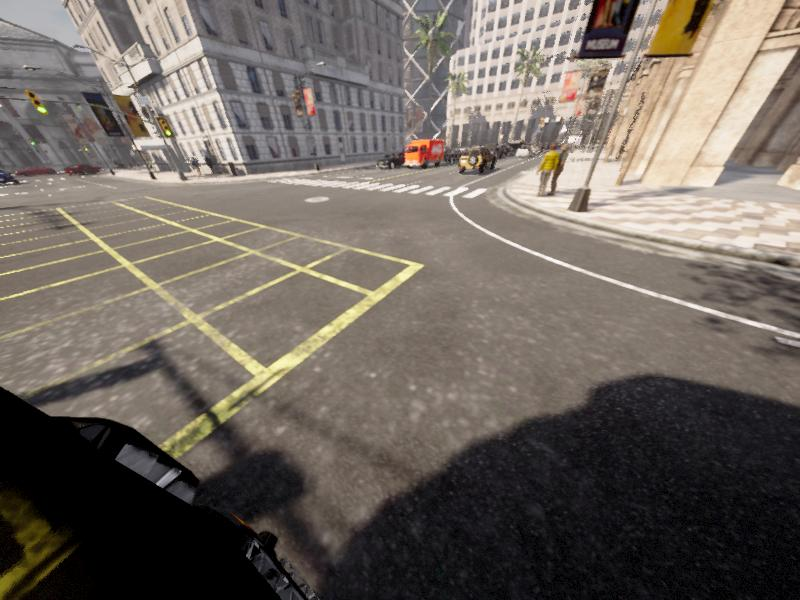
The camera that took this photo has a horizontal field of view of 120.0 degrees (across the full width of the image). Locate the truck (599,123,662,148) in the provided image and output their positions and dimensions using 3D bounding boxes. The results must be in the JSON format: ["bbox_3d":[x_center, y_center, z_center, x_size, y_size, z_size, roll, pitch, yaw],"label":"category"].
[{"bbox_3d":[48.365,-34.768,49.069,8.468,3.827,2.891,19,40,29],"label":"truck"}]

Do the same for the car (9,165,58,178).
[{"bbox_3d":[-61.391,-21.649,38.795,1.816,1.474,4.193,19,40,29],"label":"car"}]

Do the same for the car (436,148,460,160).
[{"bbox_3d":[7.540,-22.852,36.190,1.994,1.385,4.181,19,39,29],"label":"car"}]

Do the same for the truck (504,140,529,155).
[{"bbox_3d":[21.366,-27.983,42.278,2.390,2.098,6.274,19,40,29],"label":"truck"}]

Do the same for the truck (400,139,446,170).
[{"bbox_3d":[2.528,-15.558,24.659,2.627,2.467,5.204,19,39,28],"label":"truck"}]

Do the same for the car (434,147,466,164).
[{"bbox_3d":[6.482,-18.606,29.686,1.930,1.638,5.238,19,39,29],"label":"car"}]

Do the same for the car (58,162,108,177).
[{"bbox_3d":[-50.103,-20.765,36.693,1.882,1.535,5.008,-9,35,-10],"label":"car"}]

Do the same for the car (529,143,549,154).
[{"bbox_3d":[25.223,-27.481,41.911,2.033,1.411,5.357,20,40,29],"label":"car"}]

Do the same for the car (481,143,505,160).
[{"bbox_3d":[12.956,-20.731,32.206,1.905,1.878,3.866,19,39,29],"label":"car"}]

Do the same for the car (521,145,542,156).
[{"bbox_3d":[21.156,-23.969,37.031,1.895,1.301,4.718,19,40,29],"label":"car"}]

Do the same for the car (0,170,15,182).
[{"bbox_3d":[-54.135,-16.489,30.801,4.718,1.301,1.895,14,37,23],"label":"car"}]

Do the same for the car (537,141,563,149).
[{"bbox_3d":[36.999,-38.168,56.993,4.792,1.488,2.163,-4,34,-2],"label":"car"}]

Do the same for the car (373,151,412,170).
[{"bbox_3d":[-0.738,-15.816,26.133,1.837,1.490,4.892,19,39,29],"label":"car"}]

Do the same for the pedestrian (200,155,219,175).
[{"bbox_3d":[-20.728,-14.736,25.183,0.751,1.860,0.751,24,42,34],"label":"pedestrian"}]

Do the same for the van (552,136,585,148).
[{"bbox_3d":[43.282,-40.728,59.537,6.366,2.431,2.351,19,40,29],"label":"van"}]

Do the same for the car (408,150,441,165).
[{"bbox_3d":[3.341,-19.299,31.147,2.033,1.411,5.357,19,39,29],"label":"car"}]

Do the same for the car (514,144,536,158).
[{"bbox_3d":[17.774,-21.201,32.916,1.845,1.501,3.633,19,40,29],"label":"car"}]

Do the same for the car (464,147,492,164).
[{"bbox_3d":[9.619,-17.719,28.310,1.816,1.474,4.193,19,39,29],"label":"car"}]

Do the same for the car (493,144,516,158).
[{"bbox_3d":[16.764,-23.890,36.890,1.930,1.638,5.238,20,40,29],"label":"car"}]

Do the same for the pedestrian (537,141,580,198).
[{"bbox_3d":[6.245,-5.163,9.154,0.751,1.860,0.751,25,43,35],"label":"pedestrian"}]

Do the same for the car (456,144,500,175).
[{"bbox_3d":[6.554,-11.769,19.279,1.932,1.855,4.605,19,40,28],"label":"car"}]

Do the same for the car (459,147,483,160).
[{"bbox_3d":[10.694,-22.048,34.786,1.994,1.385,4.181,20,40,30],"label":"car"}]

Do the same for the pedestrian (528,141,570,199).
[{"bbox_3d":[5.663,-4.971,8.907,0.751,1.860,0.751,9,36,17],"label":"pedestrian"}]

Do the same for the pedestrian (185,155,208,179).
[{"bbox_3d":[-19.286,-12.600,21.905,0.751,1.860,0.751,12,37,21],"label":"pedestrian"}]

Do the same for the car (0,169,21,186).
[{"bbox_3d":[-45.817,-14.052,26.493,4.674,1.442,1.812,19,39,29],"label":"car"}]
